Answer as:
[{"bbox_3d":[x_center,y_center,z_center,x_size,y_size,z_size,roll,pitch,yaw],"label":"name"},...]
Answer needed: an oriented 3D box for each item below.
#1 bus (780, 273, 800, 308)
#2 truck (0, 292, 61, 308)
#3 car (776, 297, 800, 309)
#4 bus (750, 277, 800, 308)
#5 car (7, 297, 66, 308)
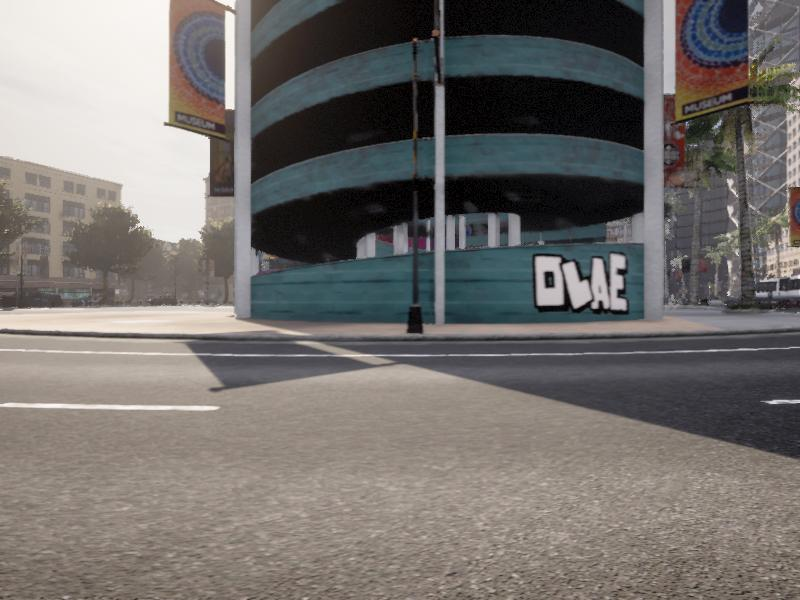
[{"bbox_3d":[50.348,-1.114,48.220,3.944,4.253,10.273,0,0,28],"label":"bus"},{"bbox_3d":[-50.811,-0.033,54.796,2.390,2.098,6.274,0,0,28],"label":"truck"},{"bbox_3d":[45.479,0.326,46.197,1.994,1.385,4.181,0,0,28],"label":"car"},{"bbox_3d":[56.349,-1.106,59.691,3.944,4.253,10.273,0,0,28],"label":"bus"},{"bbox_3d":[-47.908,0.318,52.831,2.033,1.411,5.357,0,0,28],"label":"car"}]
